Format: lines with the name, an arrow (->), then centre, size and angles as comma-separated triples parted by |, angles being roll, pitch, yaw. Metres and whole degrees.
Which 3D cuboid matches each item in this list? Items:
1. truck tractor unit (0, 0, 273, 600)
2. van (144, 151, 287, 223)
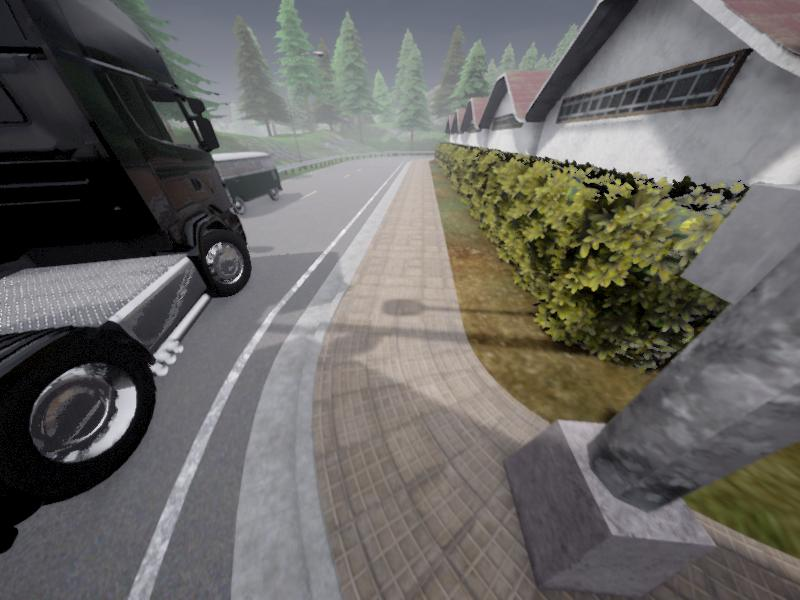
truck tractor unit -> -3.919, -0.780, 1.593 | 3.053, 4.208, 6.516 | -9, 34, -10
van -> -6.807, -4.824, 9.439 | 1.775, 1.987, 4.442 | 3, 35, 4
